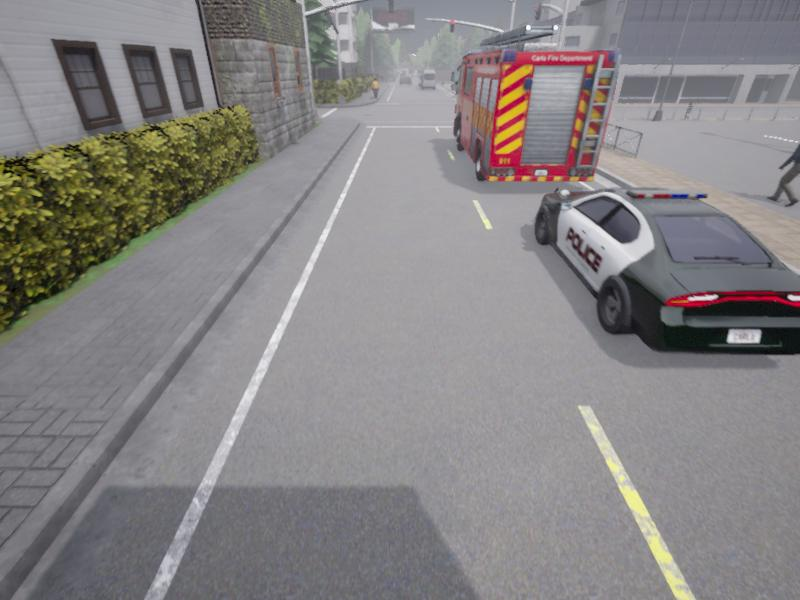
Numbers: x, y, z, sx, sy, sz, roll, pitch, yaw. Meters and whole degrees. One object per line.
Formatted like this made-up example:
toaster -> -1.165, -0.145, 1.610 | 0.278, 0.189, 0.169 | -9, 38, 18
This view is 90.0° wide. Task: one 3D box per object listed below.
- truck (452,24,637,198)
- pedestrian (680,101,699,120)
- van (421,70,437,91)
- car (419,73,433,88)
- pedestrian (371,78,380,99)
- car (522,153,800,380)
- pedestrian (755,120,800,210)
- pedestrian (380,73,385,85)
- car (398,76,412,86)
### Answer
truck -> 3.748, -6.515, 13.353 | 2.891, 3.827, 8.468 | 0, 30, 0
pedestrian -> 18.709, -12.248, 25.848 | 0.500, 1.100, 0.500 | 0, 30, 0
van -> 4.178, -32.523, 59.091 | 1.988, 2.561, 5.915 | 0, 30, 0
car -> 4.270, -36.822, 66.937 | 2.150, 2.045, 5.566 | 1, 30, 1
pedestrian -> -2.406, -21.024, 39.761 | 0.751, 1.860, 0.751 | -5, 31, -9
car -> 3.669, -1.024, 6.234 | 2.038, 1.542, 4.974 | 0, 30, 0
pedestrian -> 9.342, -3.143, 9.313 | 0.751, 1.860, 0.751 | -7, 31, -12
pedestrian -> -3.087, -38.346, 69.379 | 0.751, 1.860, 0.751 | 2, 30, 4
car -> 0.937, -39.771, 72.518 | 1.837, 1.490, 4.892 | 4, 31, 6
